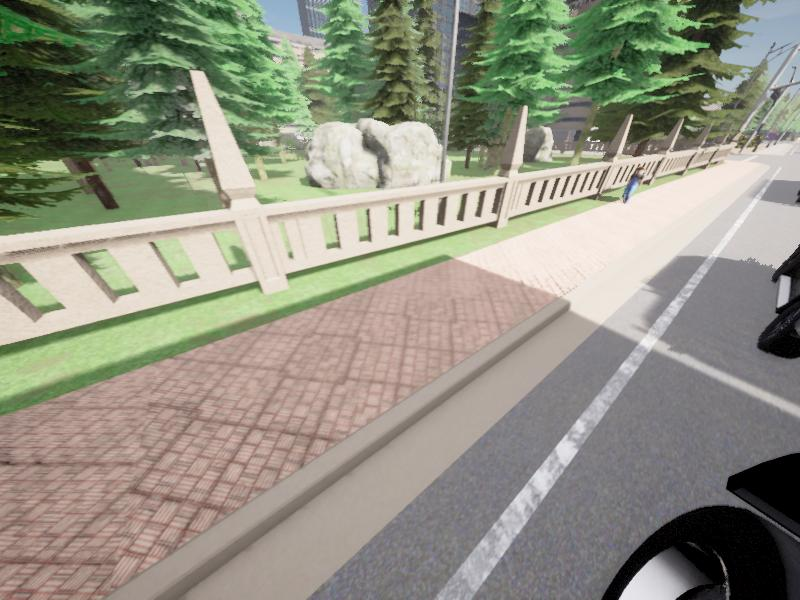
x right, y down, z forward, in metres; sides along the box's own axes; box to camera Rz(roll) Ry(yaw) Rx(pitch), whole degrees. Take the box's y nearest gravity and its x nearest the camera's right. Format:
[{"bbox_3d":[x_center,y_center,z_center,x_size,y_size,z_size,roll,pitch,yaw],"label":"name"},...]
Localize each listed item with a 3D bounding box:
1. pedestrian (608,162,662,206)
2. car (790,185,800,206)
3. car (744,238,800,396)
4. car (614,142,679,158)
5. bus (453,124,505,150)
[{"bbox_3d":[8.482,-4.214,8.380,0.751,1.300,0.751,-22,40,-27],"label":"pedestrian"},{"bbox_3d":[17.303,-4.530,8.864,3.633,1.501,1.845,-22,41,-28],"label":"car"},{"bbox_3d":[6.402,-0.240,2.554,4.605,1.855,1.932,-22,41,-28],"label":"car"},{"bbox_3d":[31.795,-19.575,30.029,1.801,1.575,5.366,-22,41,-28],"label":"car"},{"bbox_3d":[17.137,-36.356,51.617,3.944,4.253,10.273,-22,41,-28],"label":"bus"}]
